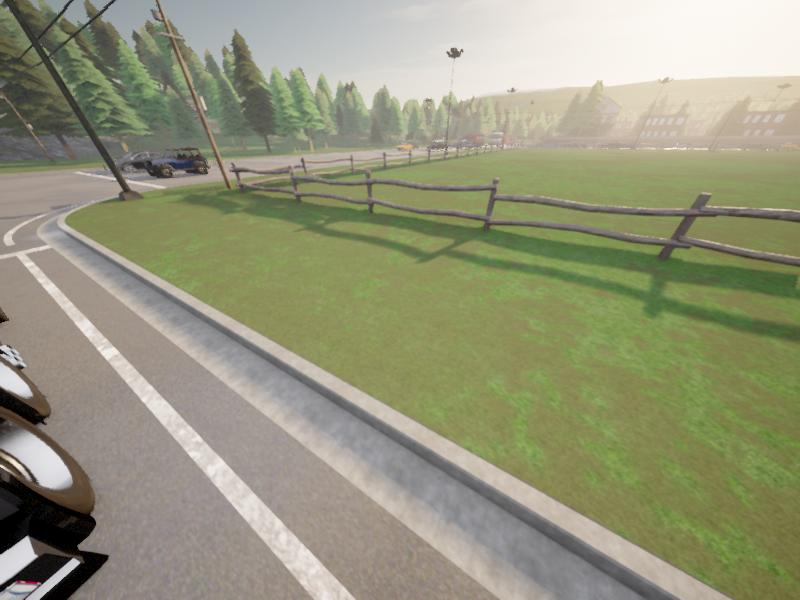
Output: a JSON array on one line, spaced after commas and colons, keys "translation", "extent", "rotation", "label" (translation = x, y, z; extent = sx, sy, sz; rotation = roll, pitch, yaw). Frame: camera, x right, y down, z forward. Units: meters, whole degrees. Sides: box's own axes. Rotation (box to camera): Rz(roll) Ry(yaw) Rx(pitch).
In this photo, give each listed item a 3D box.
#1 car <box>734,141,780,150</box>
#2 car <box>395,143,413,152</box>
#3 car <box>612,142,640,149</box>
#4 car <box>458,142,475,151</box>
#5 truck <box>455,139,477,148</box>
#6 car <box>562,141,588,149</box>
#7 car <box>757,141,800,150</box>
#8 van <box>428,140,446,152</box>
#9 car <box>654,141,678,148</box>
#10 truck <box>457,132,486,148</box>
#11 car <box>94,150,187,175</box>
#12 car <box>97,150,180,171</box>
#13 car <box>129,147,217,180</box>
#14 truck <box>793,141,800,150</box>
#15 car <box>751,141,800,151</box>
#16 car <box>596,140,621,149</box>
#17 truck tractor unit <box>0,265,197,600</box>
[{"translation": [77.644, -33.687, 50.342], "extent": [5.008, 1.535, 1.882], "rotation": [18, 39, 25], "label": "car"}, {"translation": [0.940, -35.149, 53.094], "extent": [1.882, 1.535, 5.008], "rotation": [19, 39, 25], "label": "car"}, {"translation": [58.343, -40.059, 59.705], "extent": [4.792, 1.488, 2.163], "rotation": [18, 39, 25], "label": "car"}, {"translation": [16.540, -38.393, 57.618], "extent": [2.242, 1.667, 4.611], "rotation": [21, 40, 28], "label": "car"}, {"translation": [19.356, -45.949, 67.943], "extent": [6.274, 2.098, 2.390], "rotation": [-22, 40, -28], "label": "truck"}, {"translation": [46.745, -41.646, 61.939], "extent": [5.238, 1.638, 1.930], "rotation": [18, 39, 25], "label": "car"}, {"translation": [83.534, -34.055, 50.821], "extent": [5.008, 1.535, 1.882], "rotation": [18, 39, 25], "label": "car"}, {"translation": [8.346, -34.660, 51.882], "extent": [2.069, 2.038, 4.480], "rotation": [19, 40, 25], "label": "van"}, {"translation": [69.829, -40.928, 60.776], "extent": [3.633, 1.501, 1.845], "rotation": [18, 39, 25], "label": "car"}, {"translation": [22.254, -49.882, 72.051], "extent": [8.468, 3.827, 2.891], "rotation": [-17, 38, -22], "label": "truck"}, {"translation": [-22.626, -12.232, 20.426], "extent": [2.128, 1.511, 4.902], "rotation": [17, 38, 23], "label": "car"}, {"translation": [-25.219, -13.685, 22.548], "extent": [1.837, 1.490, 4.892], "rotation": [17, 38, 24], "label": "car"}, {"translation": [-16.668, -10.307, 17.280], "extent": [1.905, 1.878, 3.866], "rotation": [17, 38, 23], "label": "car"}, {"translation": [86.600, -31.663, 45.353], "extent": [8.468, 3.827, 2.891], "rotation": [18, 39, 25], "label": "truck"}, {"translation": [77.030, -31.573, 47.308], "extent": [5.366, 1.575, 1.801], "rotation": [18, 39, 25], "label": "car"}, {"translation": [50.916, -38.040, 56.526], "extent": [3.866, 1.878, 1.905], "rotation": [18, 39, 25], "label": "car"}, {"translation": [-5.111, -0.302, 0.773], "extent": [6.516, 4.208, 3.053], "rotation": [18, 39, 24], "label": "truck tractor unit"}]
